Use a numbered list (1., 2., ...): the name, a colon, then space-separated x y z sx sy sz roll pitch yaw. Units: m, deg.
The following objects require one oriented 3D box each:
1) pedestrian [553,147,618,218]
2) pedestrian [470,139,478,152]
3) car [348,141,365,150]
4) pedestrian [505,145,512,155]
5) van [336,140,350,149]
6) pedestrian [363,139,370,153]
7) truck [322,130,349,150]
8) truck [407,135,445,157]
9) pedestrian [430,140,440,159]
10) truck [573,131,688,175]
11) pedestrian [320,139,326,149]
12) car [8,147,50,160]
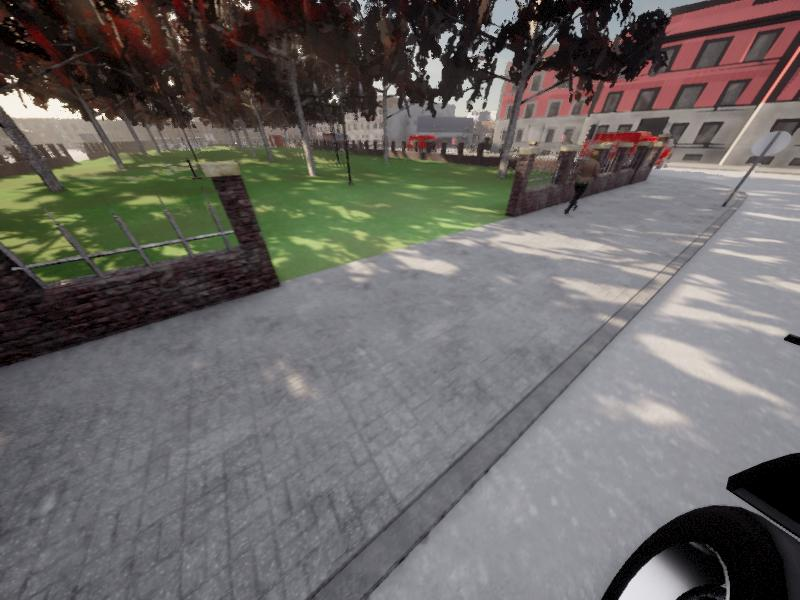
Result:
1. pedestrian: 5.720 -3.676 7.240 0.751 1.860 0.751 -21 40 -26
2. pedestrian: 12.760 -26.691 39.900 0.751 1.860 0.751 -11 37 -14
3. car: -10.796 -38.068 56.887 2.033 1.649 4.856 -22 41 -28
4. pedestrian: 15.314 -21.227 32.706 0.500 1.100 0.500 -29 44 -35
5. van: -15.476 -42.035 62.298 1.775 1.987 4.442 -22 41 -28
6. pedestrian: -5.501 -25.183 37.828 0.751 1.860 0.751 -22 41 -28
7. truck: -15.997 -39.177 56.653 2.891 3.827 8.468 -22 41 -28
8. truck: 3.621 -22.638 33.840 2.627 2.467 5.204 -22 41 -28
9. pedestrian: 4.016 -17.318 26.596 0.751 1.860 0.751 -22 41 -27
10. truck: 17.245 -11.365 17.748 2.627 2.467 5.204 -22 40 -27
11. pedestrian: -17.312 -34.936 51.755 0.751 1.860 0.751 -22 41 -28
12. car: -57.866 -23.001 36.132 1.812 1.442 4.674 -22 41 -28
